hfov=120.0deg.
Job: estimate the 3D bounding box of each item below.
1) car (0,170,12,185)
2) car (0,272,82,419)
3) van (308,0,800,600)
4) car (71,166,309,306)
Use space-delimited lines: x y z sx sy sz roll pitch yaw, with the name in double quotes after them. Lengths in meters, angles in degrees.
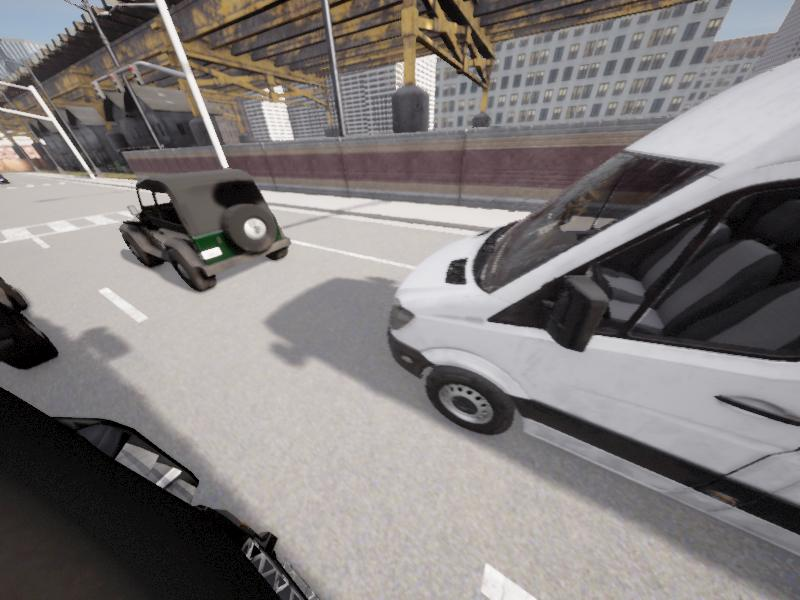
-47.660 -14.252 26.600 5.027 1.651 2.152 16 38 26 "car"
-5.902 0.117 2.340 3.866 1.878 1.905 16 38 26 "car"
2.663 0.110 1.242 5.915 2.561 1.988 16 38 26 "van"
-4.251 -1.648 4.873 3.866 1.878 1.905 16 38 26 "car"
